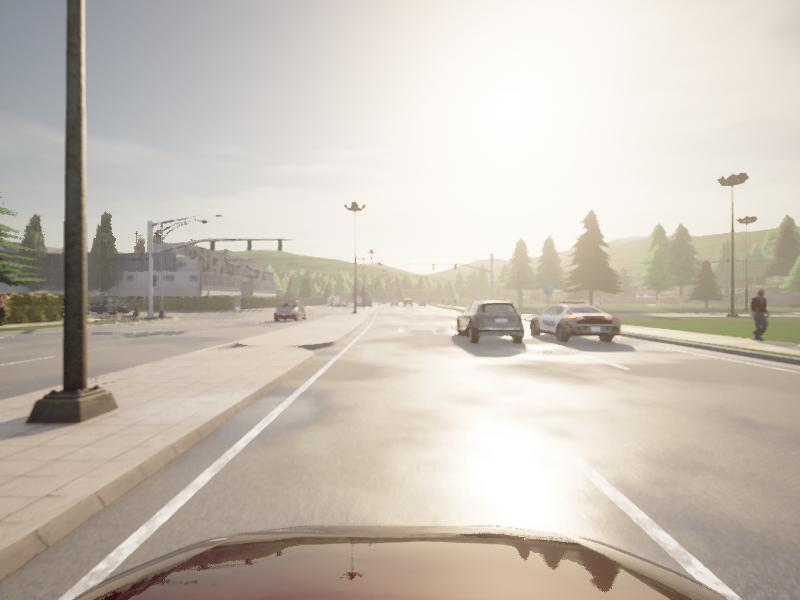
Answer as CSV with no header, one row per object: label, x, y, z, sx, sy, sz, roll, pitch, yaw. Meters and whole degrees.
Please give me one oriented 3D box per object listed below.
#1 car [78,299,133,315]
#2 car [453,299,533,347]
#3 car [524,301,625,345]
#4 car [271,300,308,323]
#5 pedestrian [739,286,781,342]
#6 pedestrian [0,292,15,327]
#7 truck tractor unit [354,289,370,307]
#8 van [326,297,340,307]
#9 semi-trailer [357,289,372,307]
car,-33.429,0.777,45.532,4.611,1.667,2.242,0,0,1
car,3.498,0.785,16.136,2.033,1.649,4.856,0,0,-1
car,6.967,0.834,16.686,2.038,1.542,4.974,0,0,0
car,-8.327,0.801,30.476,1.851,1.617,3.988,0,0,-2
pedestrian,12.268,0.479,13.651,0.751,1.860,0.751,0,0,-1
pedestrian,-21.685,0.495,21.765,0.751,1.860,0.751,0,0,-1
truck tractor unit,-9.287,-0.480,98.214,3.053,4.208,6.516,0,0,1
van,-16.346,0.420,98.154,2.351,2.431,6.366,0,0,0
semi-trailer,-9.213,-0.570,106.125,2.717,4.402,14.254,0,0,1
